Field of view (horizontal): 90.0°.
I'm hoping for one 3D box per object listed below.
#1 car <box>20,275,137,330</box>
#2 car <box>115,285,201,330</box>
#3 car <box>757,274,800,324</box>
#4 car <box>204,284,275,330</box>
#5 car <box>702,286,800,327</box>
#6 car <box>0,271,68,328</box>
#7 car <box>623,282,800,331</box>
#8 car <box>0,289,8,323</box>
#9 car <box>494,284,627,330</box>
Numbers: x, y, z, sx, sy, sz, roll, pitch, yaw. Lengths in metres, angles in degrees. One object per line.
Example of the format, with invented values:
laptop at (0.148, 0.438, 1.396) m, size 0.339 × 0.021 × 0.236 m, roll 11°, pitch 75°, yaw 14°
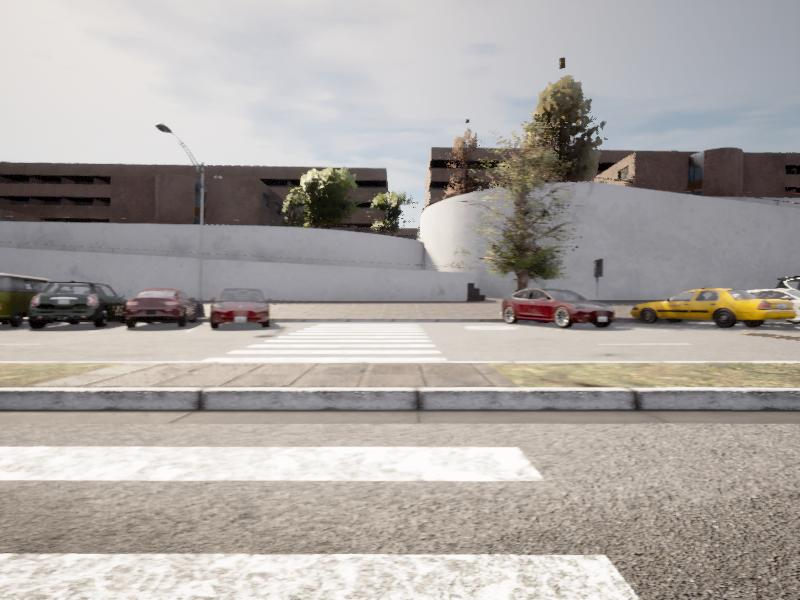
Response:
car at (-12.093, 0.114, 15.524) m, size 2.185 × 1.767 × 4.553 m, roll 0°, pitch -1°, yaw -20°
car at (-9.121, 0.279, 15.546) m, size 2.002 × 1.452 × 4.674 m, roll 0°, pitch -1°, yaw -20°
car at (17.919, -0.037, 15.515) m, size 2.435 × 2.045 × 5.566 m, roll 0°, pitch -1°, yaw -20°
car at (-6.102, 0.267, 15.523) m, size 2.163 × 1.488 × 4.792 m, roll 1°, pitch -1°, yaw -20°
car at (14.901, 0.262, 15.543) m, size 2.002 × 1.452 × 4.674 m, roll 0°, pitch -1°, yaw -20°
car at (-15.128, 0.017, 15.665) m, size 1.878 × 1.987 × 4.442 m, roll 0°, pitch -1°, yaw -20°
car at (11.827, 0.228, 15.712) m, size 1.946 × 1.575 × 5.366 m, roll 0°, pitch -1°, yaw -20°
car at (-18.068, 0.243, 15.549) m, size 2.231 × 1.521 × 4.892 m, roll 0°, pitch -1°, yaw -20°
car at (5.904, 0.263, 15.518) m, size 2.163 × 1.488 × 4.792 m, roll 1°, pitch -1°, yaw -20°
